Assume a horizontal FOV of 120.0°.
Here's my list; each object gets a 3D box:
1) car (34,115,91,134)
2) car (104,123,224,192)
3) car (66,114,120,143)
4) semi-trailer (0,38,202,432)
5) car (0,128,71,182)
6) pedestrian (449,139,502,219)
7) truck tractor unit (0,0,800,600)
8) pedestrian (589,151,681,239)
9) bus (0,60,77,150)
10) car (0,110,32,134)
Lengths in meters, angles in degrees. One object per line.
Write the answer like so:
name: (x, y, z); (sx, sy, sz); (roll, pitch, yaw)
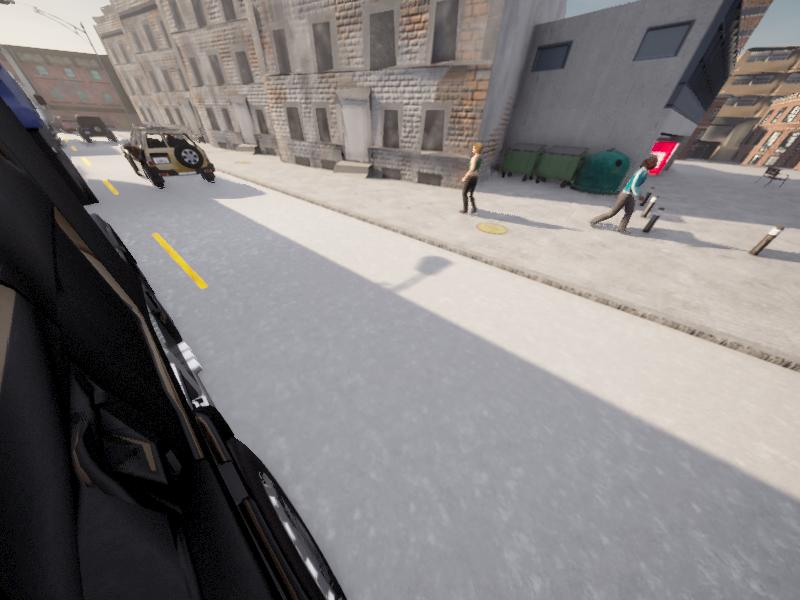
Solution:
car: (-38.676, -20.147, 26.537); (3.988, 1.617, 1.851); (13, 38, 13)
car: (-9.425, -5.841, 9.228); (4.605, 1.855, 1.932); (27, 43, 29)
car: (-26.975, -15.070, 20.325); (3.866, 1.878, 1.905); (28, 43, 29)
semi-trailer: (-8.738, -3.589, 4.172); (14.254, 4.402, 2.717); (28, 44, 29)
car: (-16.262, -6.296, 9.791); (5.357, 1.411, 2.033); (28, 43, 29)
pedestrian: (2.075, -3.427, 6.592); (0.751, 1.860, 0.751); (-25, 45, -32)
truck tractor unit: (-2.645, -0.295, 0.351); (6.516, 4.208, 3.053); (28, 44, 30)
pedestrian: (5.888, -2.659, 5.907); (0.751, 1.860, 0.751); (-24, 44, -31)
bus: (-27.694, -13.531, 16.271); (10.273, 4.253, 3.944); (28, 44, 31)
car: (-41.443, -18.042, 23.318); (3.866, 1.878, 1.905); (-6, 37, -11)
